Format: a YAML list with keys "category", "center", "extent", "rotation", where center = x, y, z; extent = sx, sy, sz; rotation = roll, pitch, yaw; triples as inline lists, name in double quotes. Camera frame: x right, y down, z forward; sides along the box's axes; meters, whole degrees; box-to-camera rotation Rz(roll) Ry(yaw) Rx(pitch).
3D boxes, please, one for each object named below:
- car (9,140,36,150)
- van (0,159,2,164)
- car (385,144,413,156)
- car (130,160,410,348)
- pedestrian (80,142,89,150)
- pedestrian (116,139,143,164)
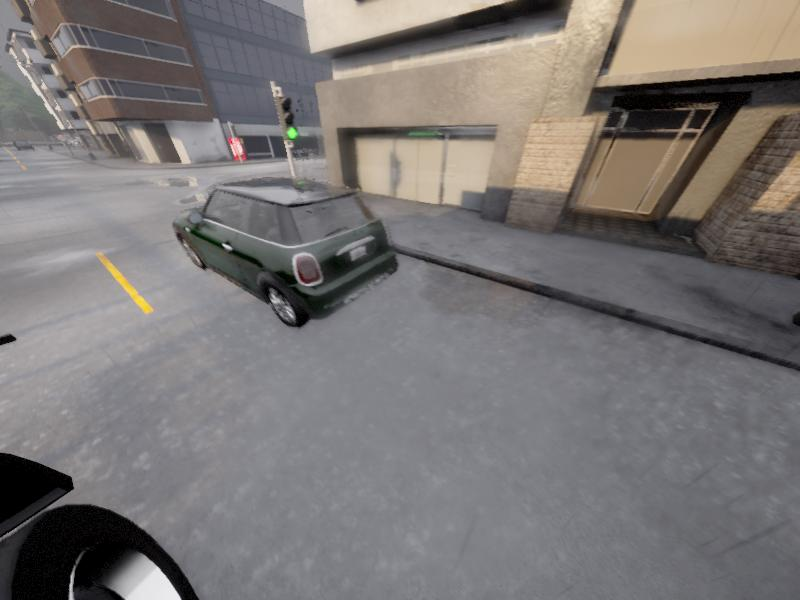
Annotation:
- category: "car"
  center: [-70.205, -28.827, 42.976]
  extent: [5.357, 1.411, 2.033]
  rotation: [22, 41, 28]
- category: "van"
  center: [-40.231, -14.273, 21.601]
  extent: [5.915, 2.561, 1.988]
  rotation: [22, 41, 28]
- category: "car"
  center: [-0.091, -23.343, 35.877]
  extent: [1.895, 1.301, 4.718]
  rotation: [22, 41, 28]
- category: "car"
  center: [-2.323, -1.351, 4.246]
  extent: [4.553, 1.767, 2.097]
  rotation: [22, 41, 28]
- category: "pedestrian"
  center: [-55.419, -27.040, 40.609]
  extent: [0.500, 1.100, 0.500]
  rotation: [25, 42, 31]
- category: "pedestrian"
  center: [-24.790, -13.644, 21.191]
  extent: [0.751, 1.860, 0.751]
  rotation: [22, 41, 28]
